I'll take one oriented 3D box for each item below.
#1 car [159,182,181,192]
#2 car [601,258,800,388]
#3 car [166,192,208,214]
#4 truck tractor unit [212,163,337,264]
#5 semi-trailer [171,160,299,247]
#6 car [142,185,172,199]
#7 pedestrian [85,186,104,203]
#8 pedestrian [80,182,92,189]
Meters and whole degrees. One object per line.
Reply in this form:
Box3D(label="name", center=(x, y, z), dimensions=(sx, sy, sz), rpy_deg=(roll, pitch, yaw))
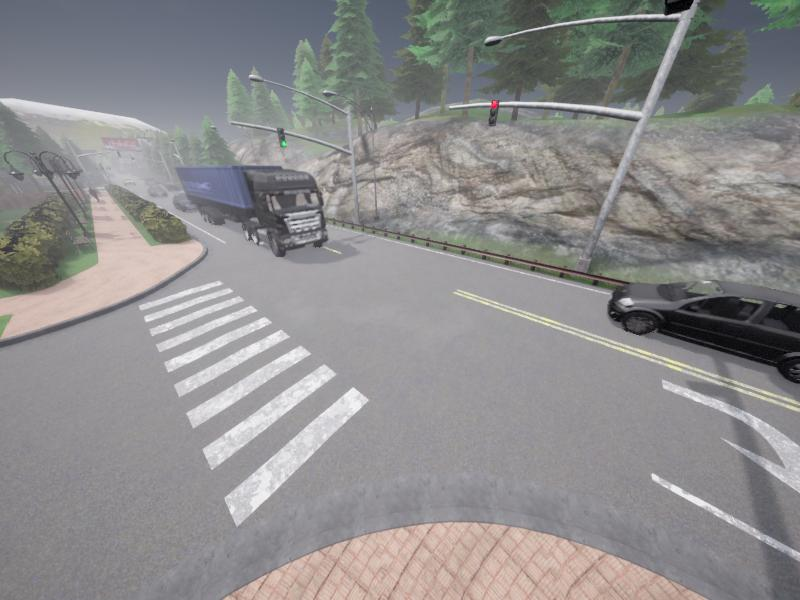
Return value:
Box3D(label="car", center=(-44.488, -21.896, 44.646), dimensions=(4.892, 1.490, 1.837), rpy_deg=(23, 37, 34))
Box3D(label="car", center=(8.108, 0.367, 5.972), dimensions=(3.988, 1.617, 1.851), rpy_deg=(23, 37, 34))
Box3D(label="car", center=(-22.856, -10.486, 24.752), dimensions=(4.856, 1.649, 2.033), rpy_deg=(23, 37, 35))
Box3D(label="truck tractor unit", center=(-7.034, -5.200, 13.005), dimensions=(6.516, 4.208, 3.053), rpy_deg=(24, 38, 36))
Box3D(label="semi-trailer", center=(-13.018, -7.876, 17.439), dimensions=(14.254, 4.402, 2.717), rpy_deg=(23, 37, 34))
Box3D(label="car", center=(-37.225, -16.536, 35.341), dimensions=(4.902, 1.511, 2.128), rpy_deg=(23, 37, 34))
Box3D(label="pedestrian", center=(-38.132, -13.191, 28.847), dimensions=(0.751, 1.860, 0.751), rpy_deg=(21, 36, 32))
Box3D(label="pedestrian", center=(-65.264, -23.821, 47.952), dimensions=(0.751, 1.300, 0.751), rpy_deg=(-2, 30, -3))
